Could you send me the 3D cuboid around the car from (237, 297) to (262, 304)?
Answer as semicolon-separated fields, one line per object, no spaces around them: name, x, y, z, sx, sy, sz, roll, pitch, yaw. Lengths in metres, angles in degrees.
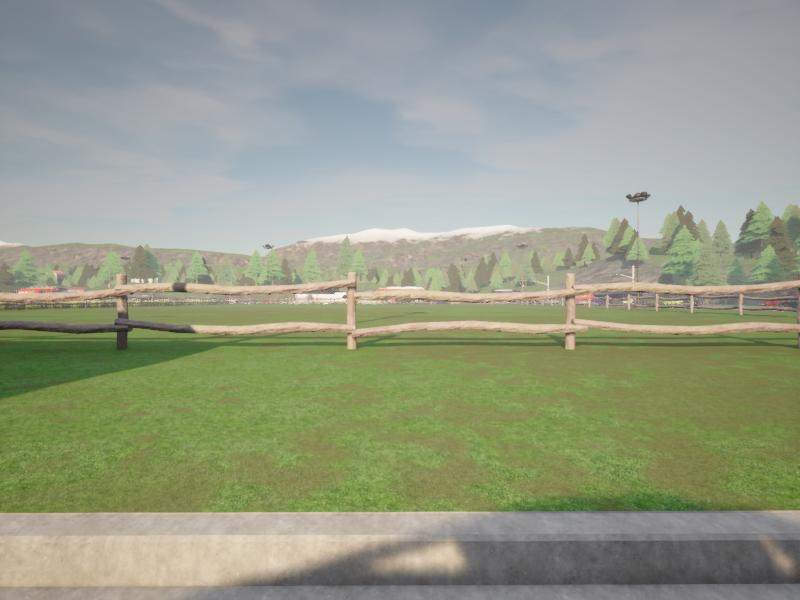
car;-35.767;0.171;95.169;5.238;1.638;1.930;0;0;-1

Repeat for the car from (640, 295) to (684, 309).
car;29.831;0.228;45.721;2.007;1.525;4.514;0;0;0

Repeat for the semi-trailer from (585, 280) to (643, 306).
semi-trailer;40.045;-1.221;75.767;2.717;4.402;14.254;0;0;-3

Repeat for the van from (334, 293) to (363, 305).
van;-10.958;-0.277;84.916;5.915;2.561;1.988;0;0;-1

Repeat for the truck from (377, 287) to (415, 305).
truck;-0.891;-0.920;88.518;8.468;3.827;2.891;0;0;-1

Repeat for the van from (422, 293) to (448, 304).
van;8.074;-0.278;92.113;5.915;2.561;1.988;0;0;0

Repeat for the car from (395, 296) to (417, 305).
car;1.315;0.053;85.044;4.605;1.855;1.932;0;0;-1

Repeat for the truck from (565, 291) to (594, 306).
truck;29.842;-0.250;66.776;2.627;2.467;5.204;0;0;1

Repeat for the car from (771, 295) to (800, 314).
car;29.765;0.307;28.924;1.994;1.385;4.181;0;0;1

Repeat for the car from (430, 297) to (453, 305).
car;8.735;0.156;85.122;4.611;1.667;2.242;0;0;-1

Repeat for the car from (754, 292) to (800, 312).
car;33.313;0.156;34.059;2.242;1.667;4.611;0;0;0

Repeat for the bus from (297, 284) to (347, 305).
bus;-17.103;-1.148;88.479;10.273;4.253;3.944;2;0;-1

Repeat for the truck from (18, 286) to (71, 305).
truck;-74.806;-0.925;84.267;8.468;3.827;2.891;0;0;-1

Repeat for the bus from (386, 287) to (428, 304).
bus;1.672;-1.135;99.170;10.273;4.253;3.944;0;0;-1
